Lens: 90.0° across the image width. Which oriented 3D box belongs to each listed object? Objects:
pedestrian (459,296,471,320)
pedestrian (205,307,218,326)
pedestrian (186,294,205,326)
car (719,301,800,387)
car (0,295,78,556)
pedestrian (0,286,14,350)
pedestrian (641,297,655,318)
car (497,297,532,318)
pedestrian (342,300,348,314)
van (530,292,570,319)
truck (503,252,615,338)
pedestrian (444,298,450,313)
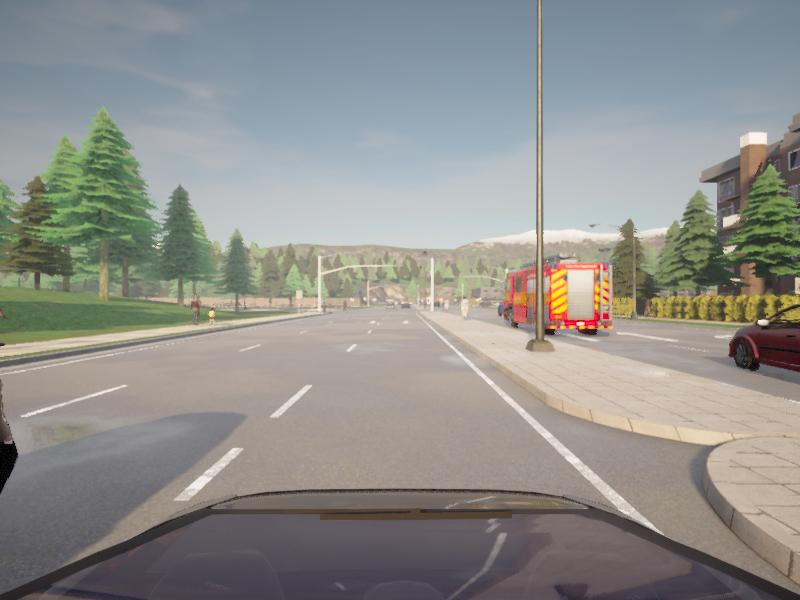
[{"bbox_3d":[5.019,0.625,31.052,0.751,1.860,0.751,0,0,-5],"label":"pedestrian"},{"bbox_3d":[-11.083,0.961,23.554,0.500,1.100,0.500,0,0,1],"label":"pedestrian"},{"bbox_3d":[-11.934,0.580,23.359,0.751,1.860,0.751,0,0,0],"label":"pedestrian"},{"bbox_3d":[8.558,0.827,7.950,1.851,1.617,3.988,0,0,11],"label":"car"},{"bbox_3d":[-3.531,0.785,0.705,2.033,1.649,4.856,0,0,0],"label":"car"},{"bbox_3d":[-12.127,0.529,11.801,0.751,1.860,0.751,0,0,2],"label":"pedestrian"},{"bbox_3d":[22.132,0.646,35.723,0.751,1.860,0.751,0,0,1],"label":"pedestrian"},{"bbox_3d":[11.827,0.756,41.805,2.150,2.045,5.566,0,0,1],"label":"car"},{"bbox_3d":[-7.259,0.874,52.920,0.751,1.860,0.751,0,0,-18],"label":"pedestrian"},{"bbox_3d":[15.330,0.508,41.247,1.988,2.561,5.915,0,0,0],"label":"van"},{"bbox_3d":[8.161,-0.219,22.030,2.891,3.827,8.468,0,0,1],"label":"truck"},{"bbox_3d":[5.931,0.712,50.731,0.751,1.860,0.751,0,0,5],"label":"pedestrian"}]
